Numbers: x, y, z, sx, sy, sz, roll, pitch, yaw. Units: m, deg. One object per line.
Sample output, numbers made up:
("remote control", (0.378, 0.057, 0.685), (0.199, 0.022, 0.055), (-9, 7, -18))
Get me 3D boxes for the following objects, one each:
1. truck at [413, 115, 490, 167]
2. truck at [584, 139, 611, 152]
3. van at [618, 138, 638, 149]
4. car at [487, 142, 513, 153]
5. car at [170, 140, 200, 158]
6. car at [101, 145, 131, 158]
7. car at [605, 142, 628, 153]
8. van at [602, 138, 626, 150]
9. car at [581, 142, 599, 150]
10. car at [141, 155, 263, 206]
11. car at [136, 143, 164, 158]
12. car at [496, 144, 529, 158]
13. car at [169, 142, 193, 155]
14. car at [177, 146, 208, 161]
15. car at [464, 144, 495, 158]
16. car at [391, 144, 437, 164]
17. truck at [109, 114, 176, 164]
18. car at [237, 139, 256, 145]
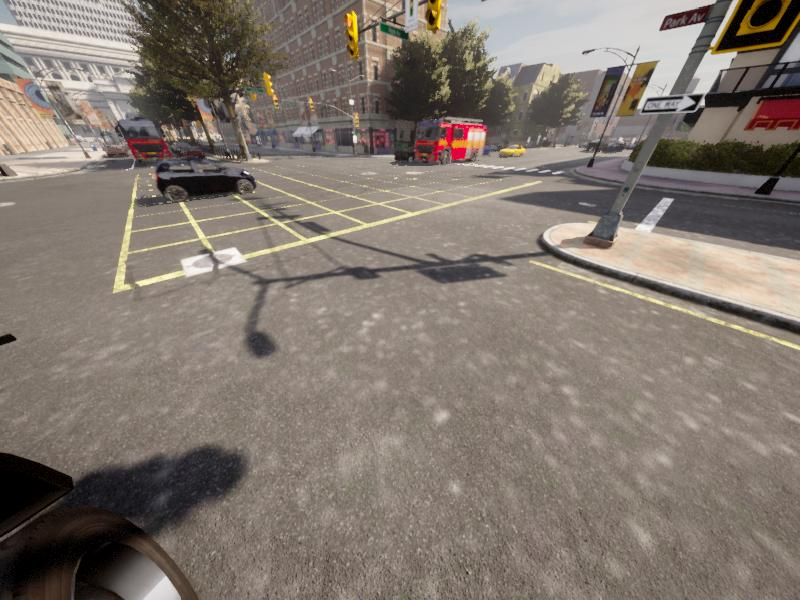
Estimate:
("truck", (5.468, -16.540, 24.129), (8.468, 3.827, 2.891), (-28, 44, -34))
("truck", (40.383, -31.514, 47.144), (6.274, 2.098, 2.390), (-28, 44, -34))
("van", (64.585, -44.419, 65.357), (6.366, 2.431, 2.351), (-28, 44, -34))
("car", (19.214, -29.499, 44.626), (2.038, 1.542, 4.974), (-7, 36, -11))
("car", (-28.926, -20.319, 31.012), (2.097, 1.767, 4.553), (-28, 44, -34))
("car", (-36.836, -19.373, 30.035), (1.895, 1.301, 4.718), (-28, 44, -34))
("car", (41.545, -29.193, 44.267), (4.856, 1.649, 2.033), (-28, 44, -34))
("van", (51.161, -37.336, 55.200), (6.366, 2.431, 2.351), (-28, 44, -34))
("car", (45.267, -36.589, 54.907), (4.892, 1.490, 1.837), (-28, 44, -34))
("car", (-8.574, -5.448, 10.266), (3.633, 1.501, 1.845), (-28, 44, -34))
("car", (-32.422, -19.416, 29.980), (1.970, 1.475, 3.806), (-28, 44, -34))
("car", (15.971, -21.164, 32.719), (5.366, 1.575, 1.801), (-28, 44, -34))
("car", (-32.921, -22.725, 34.676), (1.970, 1.475, 3.806), (-27, 44, -33))
("car", (-24.264, -17.156, 26.987), (1.895, 1.301, 4.718), (-28, 44, -34))
("car", (11.509, -21.493, 33.275), (4.674, 1.442, 1.812), (-28, 44, -34))
("car", (1.604, -16.346, 25.721), (5.238, 1.638, 1.930), (-28, 44, -34))
("truck", (-27.249, -17.094, 24.680), (2.891, 3.827, 8.468), (-28, 44, -34))
("car", (-52.967, -54.589, 79.787), (4.792, 1.488, 2.163), (-26, 43, -32))
